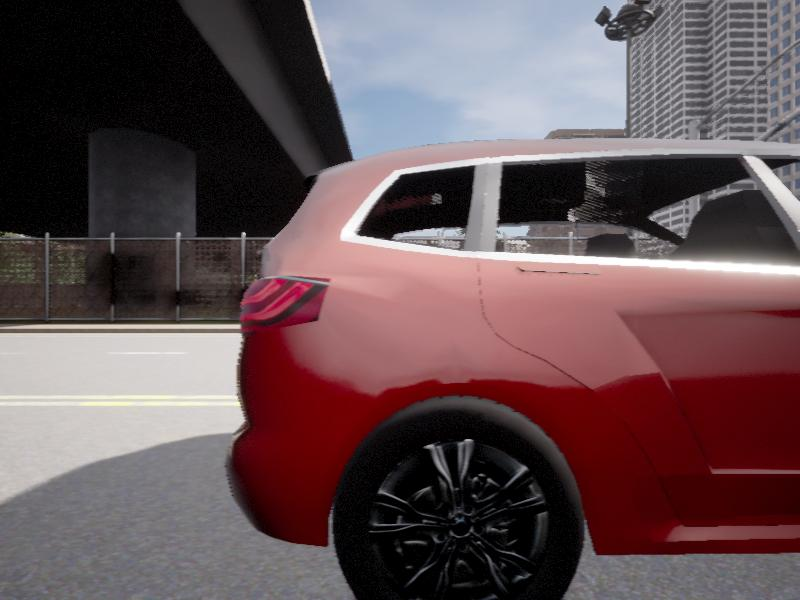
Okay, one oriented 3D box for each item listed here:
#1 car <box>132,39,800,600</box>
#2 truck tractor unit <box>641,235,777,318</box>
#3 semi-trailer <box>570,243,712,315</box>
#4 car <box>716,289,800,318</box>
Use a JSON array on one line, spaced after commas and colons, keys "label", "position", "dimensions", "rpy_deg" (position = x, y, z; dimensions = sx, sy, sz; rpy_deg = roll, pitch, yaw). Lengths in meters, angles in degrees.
[{"label": "car", "position": [1.601, 0.156, 2.178], "dimensions": [4.611, 1.667, 2.242], "rpy_deg": [0, 0, 0]}, {"label": "truck tractor unit", "position": [17.780, -1.181, 23.755], "dimensions": [3.053, 4.208, 6.516], "rpy_deg": [0, 0, 0]}, {"label": "semi-trailer", "position": [17.788, -1.281, 31.666], "dimensions": [2.717, 4.402, 14.254], "rpy_deg": [0, 0, 0]}, {"label": "car", "position": [21.282, 0.165, 23.373], "dimensions": [2.007, 1.525, 4.514], "rpy_deg": [0, 0, 0]}]
